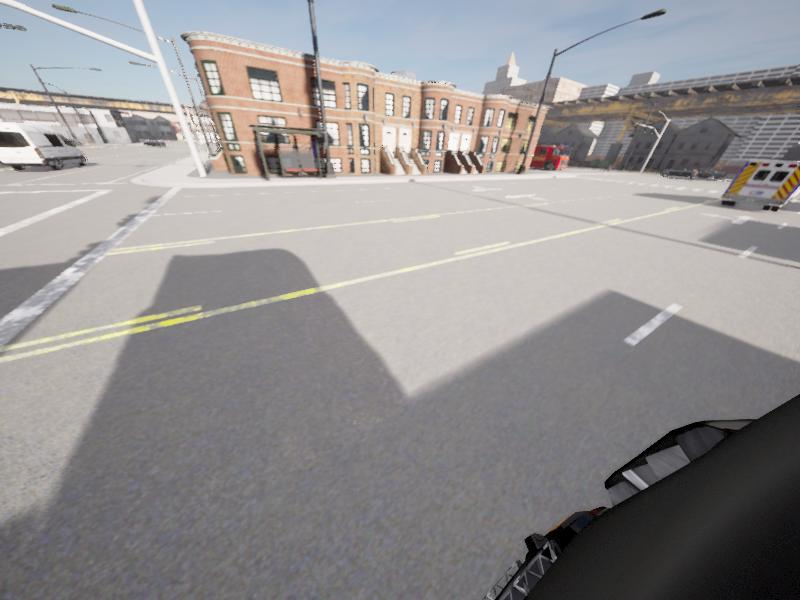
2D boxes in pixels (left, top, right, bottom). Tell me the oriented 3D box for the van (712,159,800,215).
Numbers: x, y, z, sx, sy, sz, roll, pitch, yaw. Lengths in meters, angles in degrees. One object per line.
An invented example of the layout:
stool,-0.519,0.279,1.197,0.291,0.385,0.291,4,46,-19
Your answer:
van,22.310,-6.936,13.916,6.366,2.431,2.351,-16,38,-26

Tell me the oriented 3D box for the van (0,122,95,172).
van,-24.977,-10.662,16.116,1.988,2.561,5.915,-15,37,-25

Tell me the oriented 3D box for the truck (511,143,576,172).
truck,23.987,-24.406,39.328,2.891,3.827,8.468,-16,38,-26

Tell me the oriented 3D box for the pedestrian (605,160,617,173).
pedestrian,36.429,-23.091,39.959,0.751,1.860,0.751,-24,41,-34

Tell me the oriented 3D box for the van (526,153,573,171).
van,26.761,-24.970,41.657,2.351,2.431,6.366,-16,37,-25

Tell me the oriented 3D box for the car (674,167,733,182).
car,44.495,-18.588,34.061,1.837,1.490,4.892,-16,37,-26

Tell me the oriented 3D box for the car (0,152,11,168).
car,-27.073,-8.607,13.660,1.930,1.638,5.238,-16,38,-26

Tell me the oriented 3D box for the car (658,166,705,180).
car,40.747,-18.466,33.546,1.789,1.549,3.705,-16,37,-26
